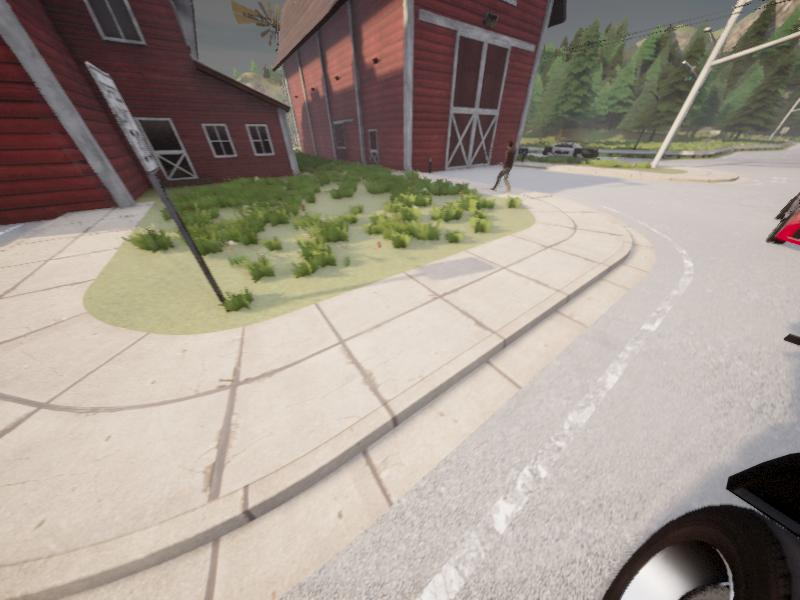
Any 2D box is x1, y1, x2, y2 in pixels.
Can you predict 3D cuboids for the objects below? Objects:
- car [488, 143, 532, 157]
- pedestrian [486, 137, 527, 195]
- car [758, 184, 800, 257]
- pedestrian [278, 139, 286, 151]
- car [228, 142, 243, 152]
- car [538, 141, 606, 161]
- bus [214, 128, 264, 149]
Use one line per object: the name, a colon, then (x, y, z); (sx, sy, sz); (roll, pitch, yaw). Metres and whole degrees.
car: (13.983, -19.354, 29.774); (1.895, 1.301, 4.718); (-22, 41, -27)
pedestrian: (4.098, -5.204, 9.007); (0.751, 1.860, 0.751); (-18, 39, -22)
car: (10.914, -2.147, 5.240); (4.611, 1.667, 2.242); (-23, 41, -27)
pedestrian: (-21.341, -27.994, 41.766); (0.751, 1.860, 0.751); (-21, 40, -26)
car: (-33.637, -31.298, 47.261); (1.816, 1.474, 4.193); (-22, 41, -27)
car: (18.121, -16.005, 24.693); (1.930, 1.638, 5.238); (-22, 41, -27)
bus: (-41.895, -42.530, 60.810); (3.944, 4.253, 10.273); (9, 37, 13)
